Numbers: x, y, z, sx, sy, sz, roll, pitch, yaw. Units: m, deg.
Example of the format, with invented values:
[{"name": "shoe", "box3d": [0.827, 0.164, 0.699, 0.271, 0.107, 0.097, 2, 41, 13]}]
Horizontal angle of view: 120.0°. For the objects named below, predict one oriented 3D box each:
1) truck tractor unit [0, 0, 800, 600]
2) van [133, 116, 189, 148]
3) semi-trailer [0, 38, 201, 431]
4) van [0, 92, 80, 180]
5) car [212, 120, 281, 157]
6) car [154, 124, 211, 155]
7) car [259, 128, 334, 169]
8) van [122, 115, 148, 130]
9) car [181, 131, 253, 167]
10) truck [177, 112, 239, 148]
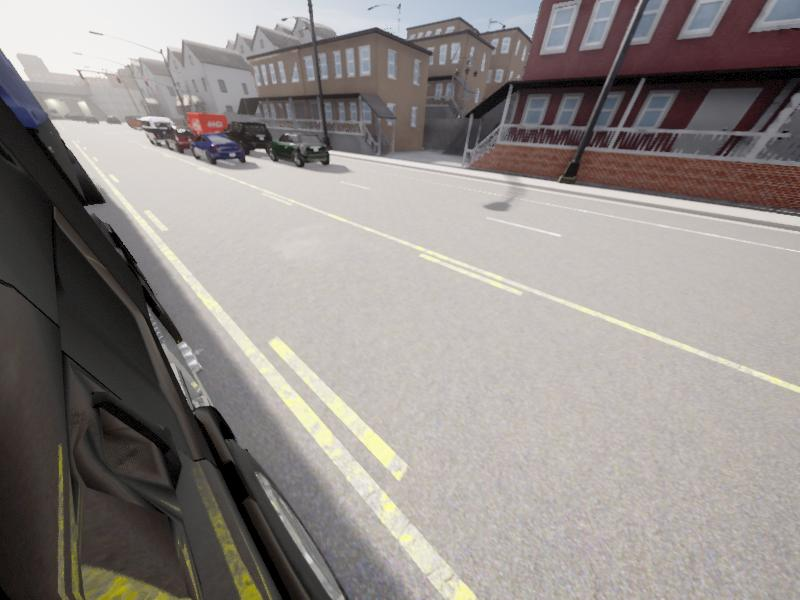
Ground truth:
[{"name": "truck tractor unit", "box3d": [-2.645, -0.295, 0.351, 6.516, 4.208, 3.053, 28, 44, 30]}, {"name": "van", "box3d": [-21.127, -14.898, 20.431, 4.480, 2.038, 2.069, 28, 44, 30]}, {"name": "semi-trailer", "box3d": [-8.669, -3.630, 4.247, 14.254, 4.402, 2.717, 29, 44, 30]}, {"name": "van", "box3d": [-16.282, -7.017, 9.813, 5.915, 2.561, 1.988, 27, 43, 31]}, {"name": "car", "box3d": [-12.076, -12.755, 18.159, 5.566, 2.045, 2.150, 28, 44, 30]}, {"name": "car", "box3d": [-16.449, -12.199, 17.500, 3.988, 1.617, 1.851, 28, 44, 30]}, {"name": "car", "box3d": [-6.549, -9.688, 14.642, 4.553, 1.767, 2.097, 28, 44, 30]}, {"name": "van", "box3d": [-47.398, -31.814, 41.307, 4.442, 1.987, 1.775, 28, 44, 30]}, {"name": "car", "box3d": [-11.224, -9.307, 14.121, 4.674, 1.442, 1.812, 28, 44, 30]}, {"name": "truck", "box3d": [-18.134, -16.115, 21.890, 5.204, 2.467, 2.627, 29, 44, 31]}]
